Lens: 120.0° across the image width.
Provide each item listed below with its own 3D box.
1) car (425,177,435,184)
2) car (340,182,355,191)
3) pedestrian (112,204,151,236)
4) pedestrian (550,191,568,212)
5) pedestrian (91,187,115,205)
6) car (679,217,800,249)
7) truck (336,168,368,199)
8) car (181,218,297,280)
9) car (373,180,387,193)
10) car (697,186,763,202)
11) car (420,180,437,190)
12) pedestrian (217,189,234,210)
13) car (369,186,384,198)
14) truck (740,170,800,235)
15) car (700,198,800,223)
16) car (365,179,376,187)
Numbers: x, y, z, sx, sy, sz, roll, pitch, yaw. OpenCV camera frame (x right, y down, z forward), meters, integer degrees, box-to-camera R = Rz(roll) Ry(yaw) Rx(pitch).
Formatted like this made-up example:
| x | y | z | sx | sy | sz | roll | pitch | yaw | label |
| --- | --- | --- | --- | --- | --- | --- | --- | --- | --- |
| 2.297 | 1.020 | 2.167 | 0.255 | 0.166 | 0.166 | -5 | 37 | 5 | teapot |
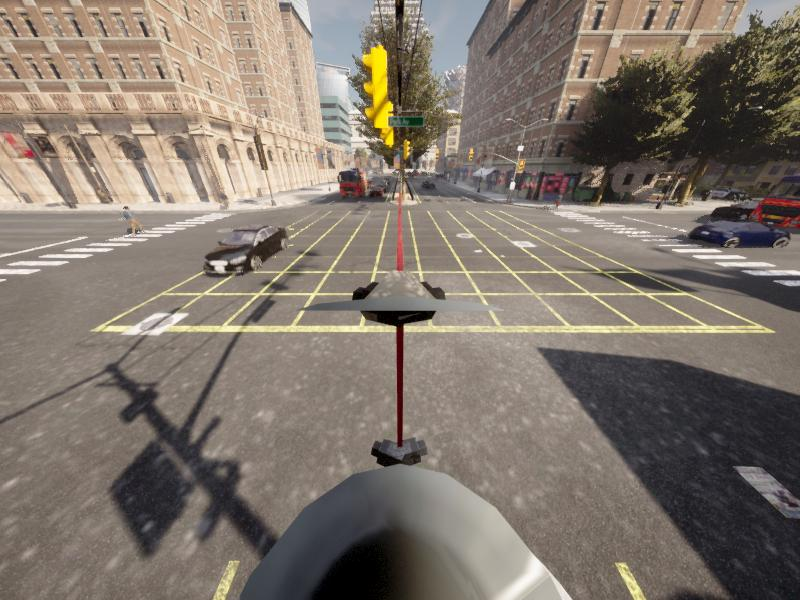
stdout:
| x | y | z | sx | sy | sz | roll | pitch | yaw | label |
| --- | --- | --- | --- | --- | --- | --- | --- | --- | --- |
| 8.008 | -32.155 | 62.173 | 2.038 | 1.542 | 4.974 | 0 | 30 | 0 | car |
| -10.295 | -22.354 | 45.417 | 1.895 | 1.301 | 4.718 | 0 | 30 | 0 | car |
| -17.516 | -5.219 | 15.136 | 0.751 | 1.860 | 0.751 | 0 | 30 | -1 | pedestrian |
| 15.990 | -9.937 | 23.308 | 0.751 | 1.860 | 0.751 | 0 | 30 | 1 | pedestrian |
| -33.718 | -11.824 | 26.272 | 0.751 | 1.860 | 0.751 | -3 | 30 | -5 | pedestrian |
| 19.846 | -3.955 | 13.489 | 4.181 | 1.385 | 1.994 | 0 | 30 | 0 | car |
| -7.080 | -18.109 | 35.546 | 2.891 | 3.827 | 8.468 | 0 | 30 | 0 | truck |
| -7.155 | -2.696 | 11.164 | 2.128 | 1.511 | 4.902 | 0 | 30 | 0 | car |
| -3.558 | -20.387 | 41.522 | 2.097 | 1.767 | 4.553 | 0 | 30 | 0 | car |
| 45.916 | -14.963 | 32.392 | 2.038 | 1.542 | 4.974 | 0 | 30 | 1 | car |
| 5.805 | -23.731 | 47.664 | 1.812 | 1.442 | 4.674 | -7 | 31 | -12 | car |
| -17.562 | -10.094 | 23.275 | 0.751 | 1.860 | 0.751 | -13 | 32 | -21 | pedestrian |
| -3.577 | -16.711 | 35.654 | 1.895 | 1.301 | 4.718 | 0 | 30 | 0 | car |
| 30.927 | -6.786 | 15.937 | 8.468 | 3.827 | 2.891 | 0 | 30 | 0 | truck |
| 29.569 | -7.588 | 19.508 | 5.238 | 1.638 | 1.930 | -1 | 30 | -1 | car |
| -7.014 | -28.036 | 55.198 | 1.994 | 1.385 | 4.181 | 0 | 30 | 0 | car |
